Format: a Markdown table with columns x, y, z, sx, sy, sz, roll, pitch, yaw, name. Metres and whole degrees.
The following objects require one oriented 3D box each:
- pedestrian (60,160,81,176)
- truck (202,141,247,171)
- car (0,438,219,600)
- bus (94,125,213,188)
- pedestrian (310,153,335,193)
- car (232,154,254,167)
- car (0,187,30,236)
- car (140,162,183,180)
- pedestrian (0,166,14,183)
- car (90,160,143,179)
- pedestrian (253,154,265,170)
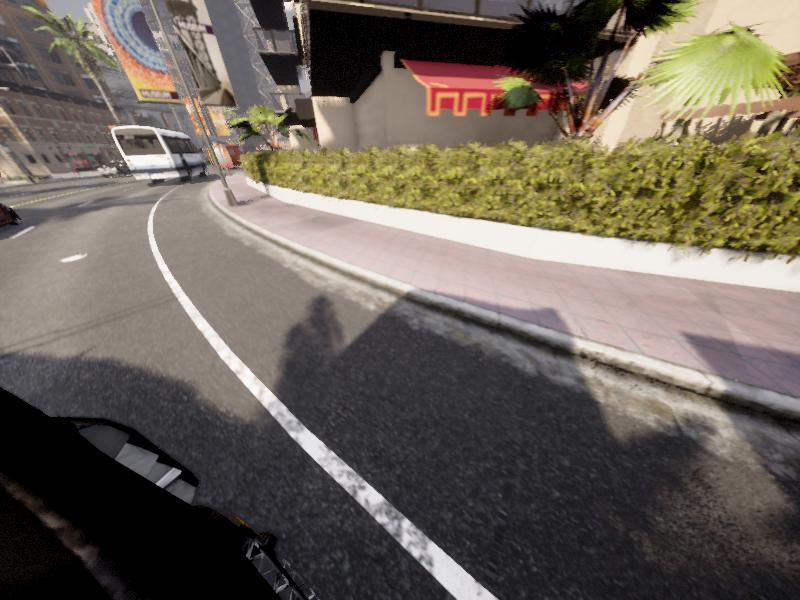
| x | y | z | sx | sy | sz | roll | pitch | yaw | name |
| --- | --- | --- | --- | --- | --- | --- | --- | --- | --- |
| -47.497 | -19.031 | 33.326 | 0.751 | 1.860 | 0.751 | -8 | 34 | -10 | pedestrian |
| -29.416 | -24.577 | 39.363 | 2.891 | 3.827 | 8.468 | -11 | 34 | -13 | truck |
| -4.041 | 1.160 | 0.980 | 5.366 | 1.575 | 1.801 | 8 | 34 | 13 | car |
| -23.330 | -14.445 | 23.250 | 3.944 | 4.253 | 10.273 | -15 | 35 | -18 | bus |
| -4.351 | -7.165 | 13.055 | 0.751 | 1.860 | 0.751 | -26 | 41 | -32 | pedestrian |
| -32.237 | -28.898 | 47.703 | 2.150 | 2.045 | 5.566 | -11 | 34 | -13 | car |
| -15.375 | -2.780 | 7.721 | 1.994 | 1.385 | 4.181 | -27 | 41 | -32 | car |
| -28.331 | -15.488 | 27.621 | 1.970 | 1.475 | 3.806 | -12 | 35 | -15 | car |
| -44.029 | -13.860 | 25.283 | 0.751 | 1.860 | 0.751 | -19 | 37 | -24 | pedestrian |
| -36.787 | -17.118 | 30.174 | 1.932 | 1.855 | 4.605 | -11 | 34 | -13 | car |
| -19.870 | -19.515 | 32.639 | 0.751 | 1.860 | 0.751 | -11 | 34 | -14 | pedestrian |
